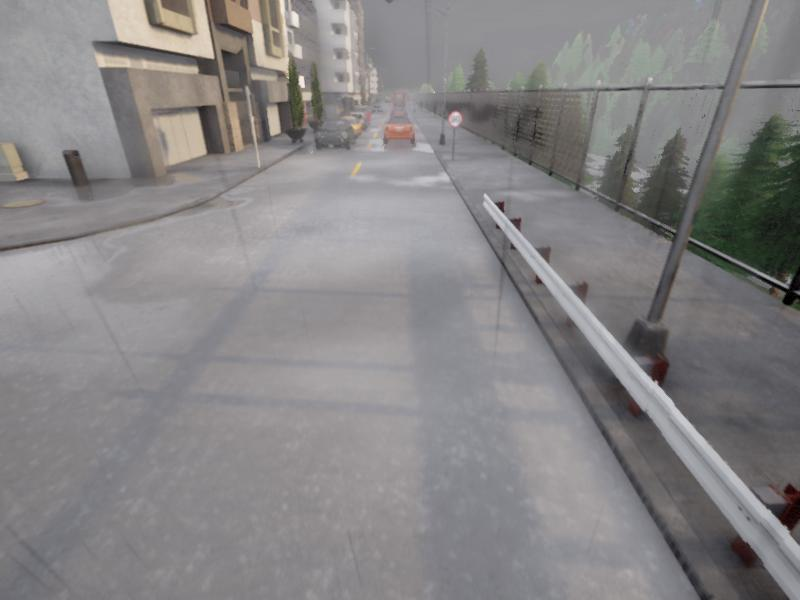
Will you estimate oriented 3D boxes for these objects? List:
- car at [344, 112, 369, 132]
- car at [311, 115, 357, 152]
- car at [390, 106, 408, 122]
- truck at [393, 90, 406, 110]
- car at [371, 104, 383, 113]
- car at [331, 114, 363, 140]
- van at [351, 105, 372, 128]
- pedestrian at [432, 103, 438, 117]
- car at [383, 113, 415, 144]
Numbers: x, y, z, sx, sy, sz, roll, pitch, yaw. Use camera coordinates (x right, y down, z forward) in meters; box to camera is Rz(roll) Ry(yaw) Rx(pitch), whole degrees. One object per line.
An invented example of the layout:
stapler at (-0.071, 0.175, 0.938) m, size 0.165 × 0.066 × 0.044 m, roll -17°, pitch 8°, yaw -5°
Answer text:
car at (-4.060, -16.861, 37.778) m, size 1.970 × 1.475 × 3.806 m, roll 0°, pitch 27°, yaw 0°
car at (-4.040, -10.586, 25.235) m, size 2.097 × 1.767 × 4.553 m, roll 0°, pitch 27°, yaw 0°
car at (-0.084, -23.577, 50.669) m, size 2.152 × 1.651 × 5.027 m, roll 0°, pitch 27°, yaw 0°
truck at (-0.150, -45.261, 90.395) m, size 2.891 × 3.827 × 8.468 m, roll 0°, pitch 27°, yaw 0°
car at (-4.123, -34.885, 72.898) m, size 1.970 × 1.475 × 3.806 m, roll 0°, pitch 27°, yaw 0°
car at (-4.051, -13.747, 31.611) m, size 1.801 × 1.575 × 5.366 m, roll 0°, pitch 27°, yaw 0°
van at (-4.069, -19.613, 42.561) m, size 1.775 × 1.987 × 4.442 m, roll 0°, pitch 28°, yaw 0°
pedestrian at (4.909, -26.746, 56.285) m, size 0.751 × 1.860 × 0.751 m, roll 1°, pitch 27°, yaw 2°
car at (-0.046, -12.354, 28.668) m, size 2.097 × 1.767 × 4.553 m, roll 0°, pitch 27°, yaw 0°
